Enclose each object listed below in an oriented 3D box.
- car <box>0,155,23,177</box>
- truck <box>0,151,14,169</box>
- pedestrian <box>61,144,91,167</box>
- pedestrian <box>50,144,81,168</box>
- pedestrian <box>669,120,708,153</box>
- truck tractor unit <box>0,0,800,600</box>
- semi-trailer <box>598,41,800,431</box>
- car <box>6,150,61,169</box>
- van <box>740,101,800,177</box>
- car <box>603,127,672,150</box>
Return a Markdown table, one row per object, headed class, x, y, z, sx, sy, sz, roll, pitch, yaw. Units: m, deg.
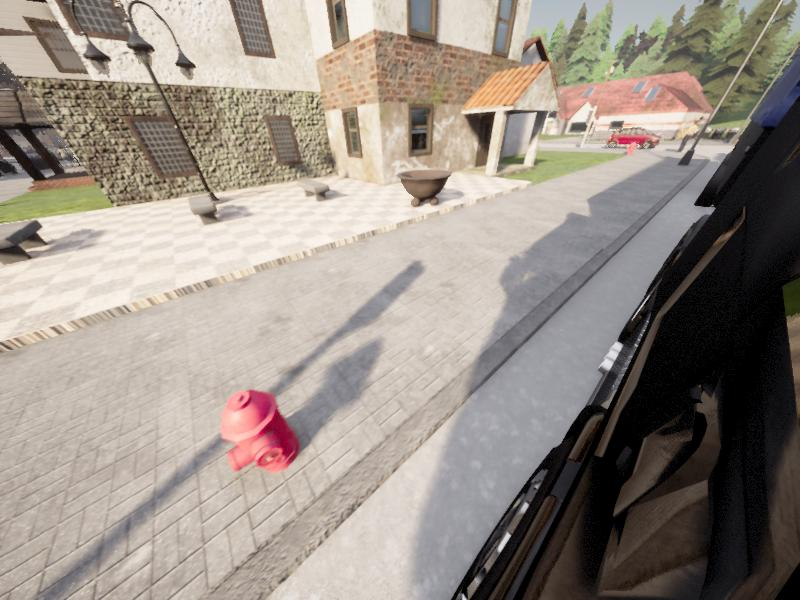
| class | x | y | z | sx | sy | sz | roll | pitch | yaw |
| --- | --- | --- | --- | --- | --- | --- | --- | --- | --- |
| car | -35.087 | -11.302 | 19.597 | 1.994 | 1.385 | 4.181 | -28 | 43 | -30 |
| truck | -44.270 | -14.889 | 22.866 | 2.891 | 3.827 | 8.468 | -28 | 43 | -30 |
| pedestrian | -31.789 | -14.200 | 22.704 | 0.751 | 1.860 | 0.751 | -28 | 44 | -30 |
| pedestrian | -32.539 | -14.016 | 22.497 | 0.751 | 1.860 | 0.751 | -25 | 42 | -27 |
| pedestrian | 20.432 | -11.599 | 16.402 | 0.751 | 1.860 | 0.751 | 10 | 38 | 16 |
| truck tractor unit | 2.645 | -0.295 | 0.351 | 6.516 | 4.208 | 3.053 | -28 | 44 | -30 |
| semi-trailer | 8.691 | -3.586 | 4.270 | 14.254 | 4.402 | 2.717 | -28 | 44 | -30 |
| car | -42.684 | -16.583 | 27.114 | 2.033 | 1.411 | 5.357 | -27 | 43 | -30 |
| van | 18.764 | -7.696 | 10.864 | 5.915 | 2.561 | 1.988 | -28 | 43 | -30 |
| car | 21.145 | -14.517 | 20.775 | 1.789 | 1.549 | 3.705 | -23 | 41 | -26 |
